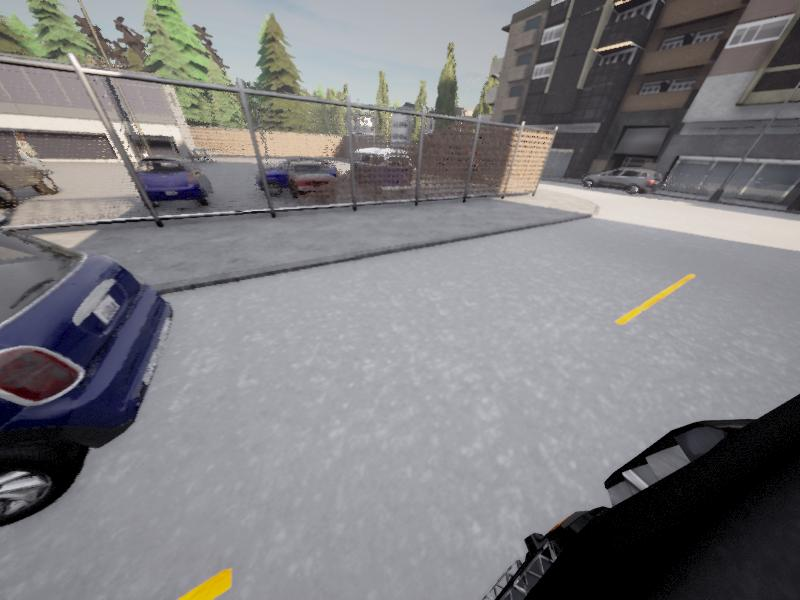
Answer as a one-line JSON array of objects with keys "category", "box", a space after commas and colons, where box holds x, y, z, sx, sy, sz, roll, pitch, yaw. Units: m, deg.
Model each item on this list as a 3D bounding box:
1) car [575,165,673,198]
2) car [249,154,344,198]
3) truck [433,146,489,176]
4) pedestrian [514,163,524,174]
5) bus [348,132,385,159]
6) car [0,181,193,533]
[{"category": "car", "box": [16.606, -9.088, 17.472, 2.242, 1.667, 4.611, -16, 38, -26]}, {"category": "car", "box": [-4.836, -5.976, 11.084, 3.705, 1.547, 1.789, -16, 38, -26]}, {"category": "truck", "box": [6.378, -15.121, 25.061, 2.627, 2.467, 5.204, -16, 38, -26]}, {"category": "pedestrian", "box": [13.987, -15.450, 27.160, 0.500, 1.100, 0.500, -24, 42, -34]}, {"category": "bus", "box": [-6.460, -31.685, 47.417, 3.944, 4.253, 10.273, 8, 35, 10]}, {"category": "car", "box": [-4.367, 0.616, 1.075, 4.553, 1.767, 2.097, -16, 38, -26]}]
